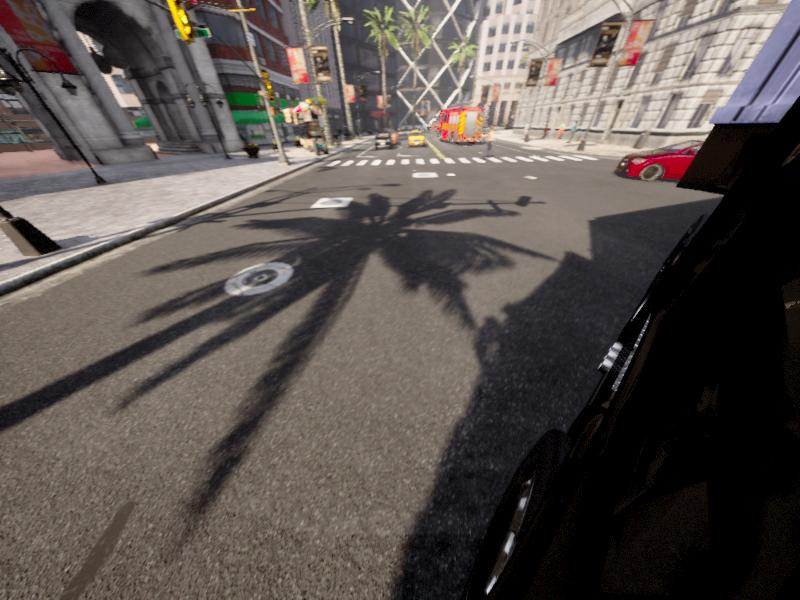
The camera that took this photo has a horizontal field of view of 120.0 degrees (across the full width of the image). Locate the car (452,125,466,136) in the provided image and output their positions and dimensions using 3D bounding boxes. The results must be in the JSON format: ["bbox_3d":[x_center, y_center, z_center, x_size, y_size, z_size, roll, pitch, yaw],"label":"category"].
[{"bbox_3d":[11.459,-32.857,44.760,2.152,1.651,5.027,9,39,14],"label":"car"}]

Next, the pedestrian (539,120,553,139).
[{"bbox_3d":[18.501,-21.629,29.302,0.751,1.860,0.751,1,37,3],"label":"pedestrian"}]

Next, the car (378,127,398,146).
[{"bbox_3d":[-1.494,-21.132,29.796,2.097,1.767,4.553,0,37,2],"label":"car"}]

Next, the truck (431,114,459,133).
[{"bbox_3d":[11.932,-46.786,61.153,2.891,3.827,8.468,29,47,34],"label":"truck"}]

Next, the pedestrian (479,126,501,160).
[{"bbox_3d":[6.027,-10.582,15.597,0.751,1.860,0.751,-7,38,-7],"label":"pedestrian"}]

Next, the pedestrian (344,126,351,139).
[{"bbox_3d":[-9.254,-29.381,40.554,0.751,1.860,0.751,5,38,9],"label":"pedestrian"}]

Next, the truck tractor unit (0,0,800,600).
[{"bbox_3d":[2.645,-0.295,0.351,6.516,4.208,3.053,-28,44,-30],"label":"truck tractor unit"}]

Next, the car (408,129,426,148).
[{"bbox_3d":[1.875,-18.658,26.600,1.801,1.575,5.366,0,37,2],"label":"car"}]

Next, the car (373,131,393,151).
[{"bbox_3d":[-1.732,-17.137,24.776,1.789,1.549,3.705,0,37,2],"label":"car"}]

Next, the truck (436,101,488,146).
[{"bbox_3d":[7.126,-21.672,28.485,2.891,3.827,8.468,-6,38,-6],"label":"truck"}]

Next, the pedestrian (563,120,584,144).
[{"bbox_3d":[16.656,-16.161,22.221,0.751,1.860,0.751,-1,37,1],"label":"pedestrian"}]

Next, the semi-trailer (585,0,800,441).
[{"bbox_3d":[9.815,-2.396,2.656,14.254,4.402,2.717,-12,38,-14],"label":"semi-trailer"}]

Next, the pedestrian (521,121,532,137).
[{"bbox_3d":[17.703,-23.934,32.349,0.751,1.860,0.751,1,37,3],"label":"pedestrian"}]

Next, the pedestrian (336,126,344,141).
[{"bbox_3d":[-9.621,-26.578,36.902,0.751,1.860,0.751,3,38,7],"label":"pedestrian"}]

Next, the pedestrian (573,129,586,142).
[{"bbox_3d":[18.429,-16.888,23.728,0.500,1.100,0.500,5,38,9],"label":"pedestrian"}]

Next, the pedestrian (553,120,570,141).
[{"bbox_3d":[17.955,-18.883,25.731,0.751,1.860,0.751,1,37,3],"label":"pedestrian"}]

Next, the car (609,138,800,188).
[{"bbox_3d":[11.640,-5.648,9.360,4.181,1.385,1.994,14,40,19],"label":"car"}]
